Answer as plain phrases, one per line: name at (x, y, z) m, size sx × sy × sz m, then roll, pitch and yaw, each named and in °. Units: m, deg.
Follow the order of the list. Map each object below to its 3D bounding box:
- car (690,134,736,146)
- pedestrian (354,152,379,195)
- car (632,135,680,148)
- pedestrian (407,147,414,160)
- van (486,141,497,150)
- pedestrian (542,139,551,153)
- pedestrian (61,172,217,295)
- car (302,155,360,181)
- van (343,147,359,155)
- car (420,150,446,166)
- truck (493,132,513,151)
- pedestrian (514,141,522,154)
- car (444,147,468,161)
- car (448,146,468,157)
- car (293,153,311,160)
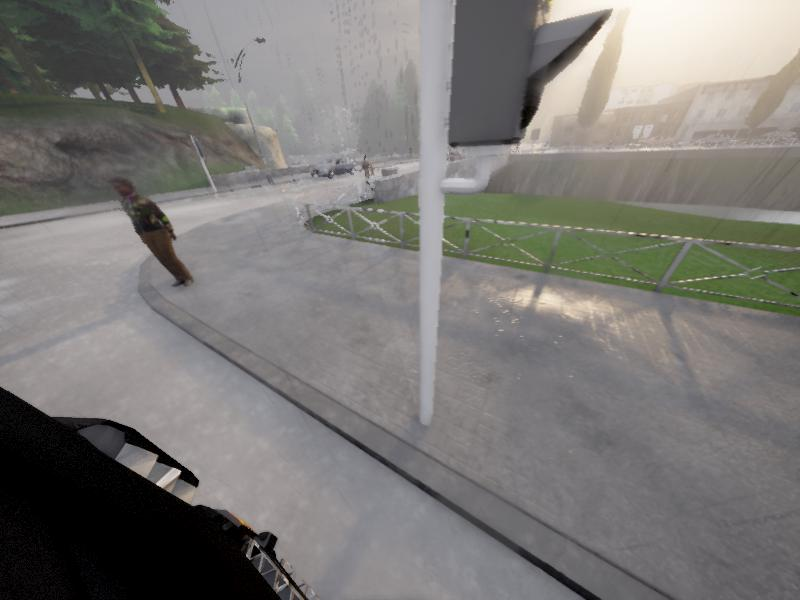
car at (50.220, -25.765, 37.228) m, size 3.806 × 1.475 × 1.970 m, roll 16°, pitch 38°, yaw 26°
pedestrian at (-1.700, -6.446, 11.812) m, size 0.751 × 1.860 × 0.751 m, roll 16°, pitch 38°, yaw 26°
car at (44.325, -27.495, 40.158) m, size 5.027 × 1.651 × 2.152 m, roll 16°, pitch 38°, yaw 26°
pedestrian at (1.826, -25.169, 39.605) m, size 0.751 × 1.860 × 0.751 m, roll 24°, pitch 42°, yaw 35°
van at (27.097, -45.596, 68.284) m, size 2.069 × 2.038 × 4.480 m, roll 16°, pitch 38°, yaw 26°
pedestrian at (25.131, -26.461, 39.695) m, size 0.751 × 1.860 × 0.751 m, roll 13°, pitch 37°, yaw 23°
pedestrian at (-4.212, -1.086, 3.972) m, size 0.751 × 1.860 × 0.751 m, roll -2°, pitch 34°, yaw 2°
car at (-6.135, -12.223, 21.240) m, size 2.242 × 1.667 × 4.611 m, roll 16°, pitch 38°, yaw 26°
van at (-20.401, -62.212, 96.600) m, size 2.351 × 2.431 × 6.366 m, roll 16°, pitch 38°, yaw 26°
car at (4.232, -18.058, 29.336) m, size 1.816 × 1.474 × 4.193 m, roll 16°, pitch 38°, yaw 26°
truck at (28.082, -42.920, 62.573) m, size 2.891 × 3.827 × 8.468 m, roll 16°, pitch 38°, yaw 26°
pedestrian at (20.353, -26.326, 39.873) m, size 0.751 × 1.860 × 0.751 m, roll 16°, pitch 38°, yaw 26°
car at (8.754, -22.601, 35.735) m, size 2.038 × 1.542 × 4.974 m, roll 16°, pitch 38°, yaw 26°
car at (11.462, -29.306, 45.483) m, size 2.033 × 1.649 × 4.856 m, roll 20°, pitch 39°, yaw 30°
car at (-31.489, -46.240, 74.410) m, size 2.163 × 1.488 × 4.792 m, roll 16°, pitch 38°, yaw 26°
